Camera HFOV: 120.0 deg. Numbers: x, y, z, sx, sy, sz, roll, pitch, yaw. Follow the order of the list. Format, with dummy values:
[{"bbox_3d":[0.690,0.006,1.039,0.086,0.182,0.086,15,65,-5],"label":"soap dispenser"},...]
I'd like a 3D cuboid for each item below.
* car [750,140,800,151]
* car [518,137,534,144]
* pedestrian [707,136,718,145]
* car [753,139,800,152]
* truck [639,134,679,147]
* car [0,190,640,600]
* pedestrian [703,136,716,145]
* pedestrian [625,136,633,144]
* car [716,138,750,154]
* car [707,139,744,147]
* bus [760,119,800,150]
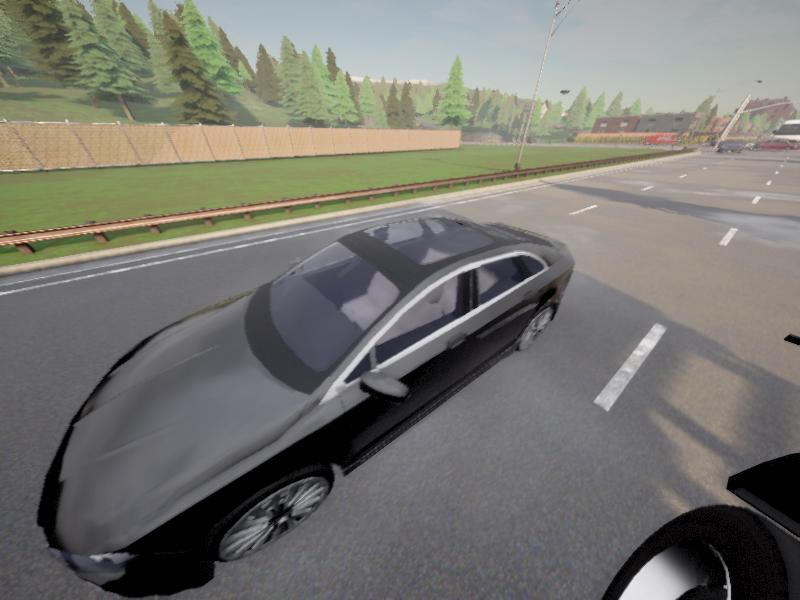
[{"bbox_3d":[62.755,-25.705,38.389,2.163,1.488,4.792,-22,40,-27],"label":"car"},{"bbox_3d":[42.836,-54.308,78.722,1.905,1.878,3.866,-22,41,-27],"label":"car"},{"bbox_3d":[73.301,-37.422,54.184,0.751,1.860,0.751,-26,43,-31],"label":"pedestrian"},{"bbox_3d":[59.952,-24.529,36.642,1.851,1.617,3.988,-22,40,-27],"label":"car"},{"bbox_3d":[59.695,-36.827,53.322,2.627,2.467,5.204,-22,41,-27],"label":"truck"},{"bbox_3d":[-0.047,0.085,2.473,4.902,1.511,2.128,-22,41,-28],"label":"car"},{"bbox_3d":[71.881,-37.077,53.721,0.751,1.860,0.751,1,35,2],"label":"pedestrian"},{"bbox_3d":[67.104,-46.854,67.651,0.751,1.860,0.751,-22,41,-28],"label":"pedestrian"},{"bbox_3d":[47.496,-21.985,33.003,4.553,1.767,2.097,-27,43,-32],"label":"car"},{"bbox_3d":[71.777,-34.642,51.049,4.181,1.385,1.994,10,37,15],"label":"car"},{"bbox_3d":[70.573,-29.823,41.740,10.273,4.253,3.944,-22,41,-28],"label":"bus"}]
